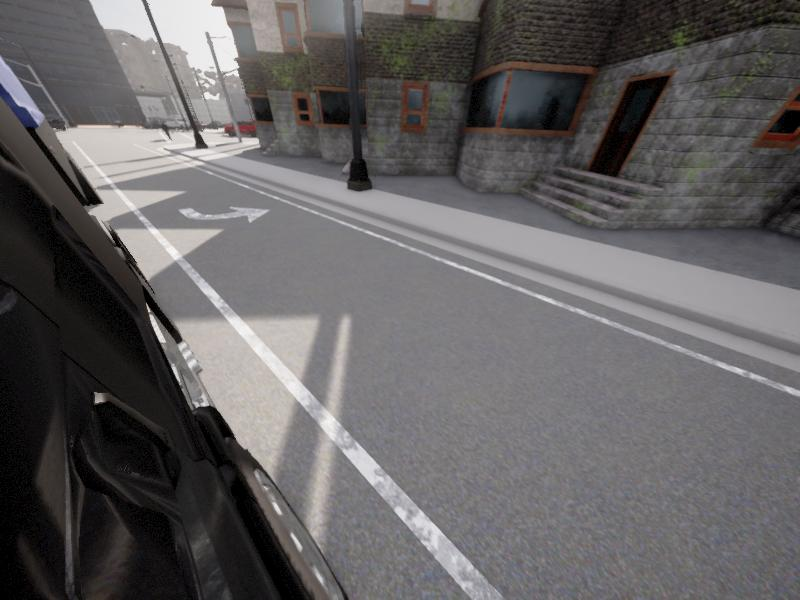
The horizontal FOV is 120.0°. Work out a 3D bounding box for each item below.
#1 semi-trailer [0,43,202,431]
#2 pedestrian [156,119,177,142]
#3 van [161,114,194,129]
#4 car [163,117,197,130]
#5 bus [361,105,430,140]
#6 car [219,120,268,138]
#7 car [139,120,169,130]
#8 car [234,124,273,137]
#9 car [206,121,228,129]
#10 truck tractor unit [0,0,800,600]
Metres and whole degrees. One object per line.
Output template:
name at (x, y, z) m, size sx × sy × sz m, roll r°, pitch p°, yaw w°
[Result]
semi-trailer at (-8.706, -3.596, 4.226) m, size 14.254 × 4.402 × 2.717 m, roll 28°, pitch 44°, yaw 30°
pedestrian at (-24.671, -17.915, 24.447) m, size 0.751 × 1.860 × 0.751 m, roll -17°, pitch 41°, yaw -24°
van at (-50.964, -40.871, 53.061) m, size 1.988 × 2.561 × 5.915 m, roll -1°, pitch 37°, yaw -5°
car at (-47.149, -37.862, 49.680) m, size 2.150 × 2.045 × 5.566 m, roll -1°, pitch 37°, yaw -5°
bus at (-0.844, -28.355, 37.125) m, size 10.273 × 4.253 × 3.944 m, roll -3°, pitch 37°, yaw -4°
car at (-24.302, -26.708, 36.048) m, size 5.566 × 2.045 × 2.150 m, roll -1°, pitch 37°, yaw -5°
car at (-50.415, -35.958, 47.423) m, size 1.816 × 1.474 × 4.193 m, roll -1°, pitch 37°, yaw -5°
car at (-24.625, -28.605, 38.992) m, size 5.008 × 1.535 × 1.882 m, roll -1°, pitch 37°, yaw -5°
car at (-48.162, -46.043, 60.880) m, size 1.930 × 1.638 × 5.238 m, roll -1°, pitch 37°, yaw -4°
truck tractor unit at (-2.645, -0.295, 0.351) m, size 6.516 × 4.208 × 3.053 m, roll 28°, pitch 44°, yaw 30°
